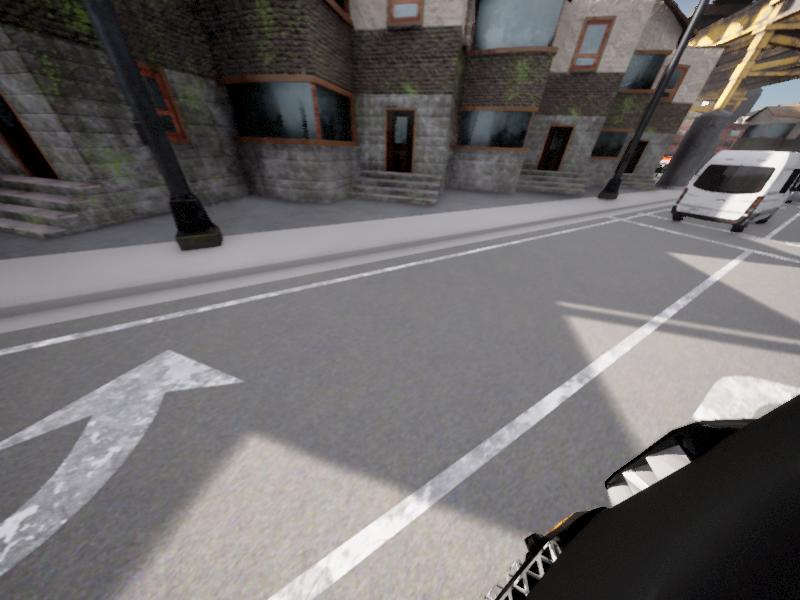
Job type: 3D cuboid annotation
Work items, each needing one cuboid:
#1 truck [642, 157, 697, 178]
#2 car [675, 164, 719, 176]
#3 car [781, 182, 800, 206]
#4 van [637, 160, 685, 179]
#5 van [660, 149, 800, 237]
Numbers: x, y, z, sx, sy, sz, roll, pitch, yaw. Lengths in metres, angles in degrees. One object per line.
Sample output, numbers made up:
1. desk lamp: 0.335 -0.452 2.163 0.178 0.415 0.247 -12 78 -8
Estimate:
1. truck: 41.222 -20.538 35.616 2.627 2.467 5.204 10 34 11
2. car: 56.485 -24.916 44.108 2.038 1.542 4.974 -27 44 -37
3. car: 27.767 -7.040 15.162 3.633 1.501 1.845 -13 36 -22
4. van: 36.606 -18.532 32.649 2.069 2.038 4.480 10 34 11
5. van: 13.898 -4.451 9.350 5.915 2.561 1.988 -15 37 -24
